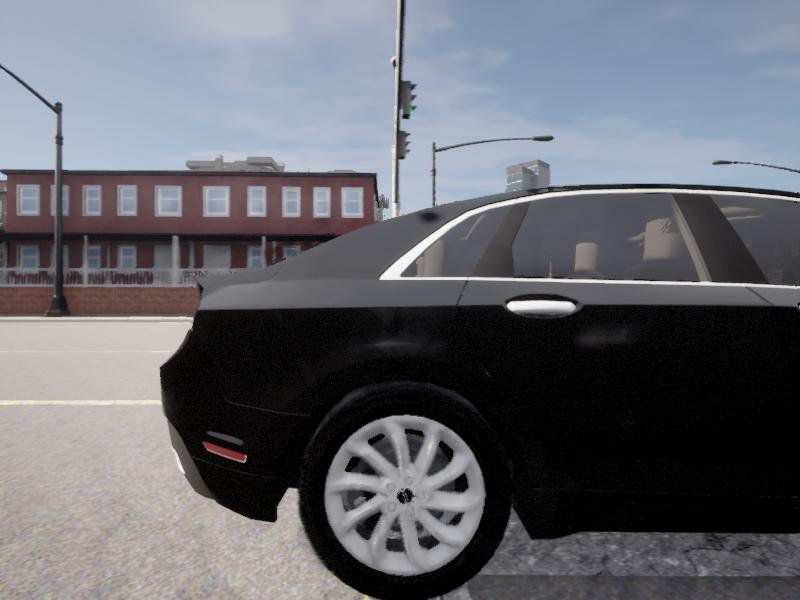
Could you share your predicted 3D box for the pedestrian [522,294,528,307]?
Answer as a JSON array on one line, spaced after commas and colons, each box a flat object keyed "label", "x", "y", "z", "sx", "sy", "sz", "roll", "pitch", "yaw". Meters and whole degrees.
[{"label": "pedestrian", "x": 18.862, "y": 0.051, "z": 60.434, "sx": 0.751, "sy": 1.860, "sz": 0.751, "roll": 0, "pitch": 0, "yaw": 11}]

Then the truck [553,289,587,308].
[{"label": "truck", "x": 22.844, "y": -0.224, "z": 54.063, "sx": 2.627, "sy": 2.467, "sz": 5.204, "roll": 0, "pitch": 0, "yaw": 2}]

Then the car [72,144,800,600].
[{"label": "car", "x": 1.395, "y": 0.245, "z": 2.206, "sx": 4.892, "sy": 1.490, "sz": 1.837, "roll": 0, "pitch": 0, "yaw": 0}]

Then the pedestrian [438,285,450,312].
[{"label": "pedestrian", "x": 3.118, "y": -0.113, "z": 28.355, "sx": 0.751, "sy": 1.860, "sz": 0.751, "roll": 0, "pitch": 0, "yaw": -2}]

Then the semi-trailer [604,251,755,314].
[{"label": "semi-trailer", "x": 23.363, "y": -1.201, "z": 35.349, "sx": 2.717, "sy": 4.402, "sz": 14.254, "roll": 0, "pitch": 0, "yaw": -3}]

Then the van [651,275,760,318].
[{"label": "van", "x": 19.529, "y": -0.208, "z": 26.105, "sx": 2.351, "sy": 2.431, "sz": 6.366, "roll": 0, "pitch": 0, "yaw": 1}]

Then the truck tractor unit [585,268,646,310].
[{"label": "truck tractor unit", "x": 23.019, "y": -1.099, "z": 43.251, "sx": 3.053, "sy": 4.208, "sz": 6.516, "roll": 0, "pitch": 0, "yaw": 0}]
